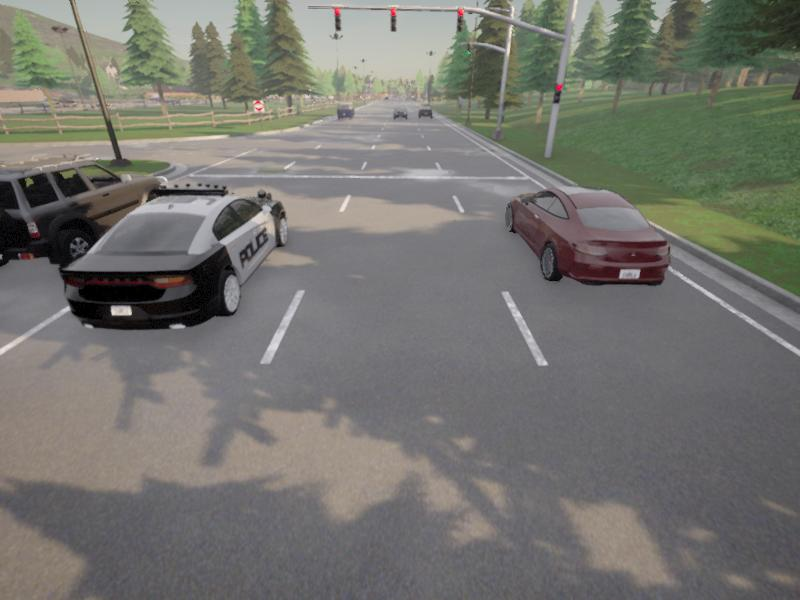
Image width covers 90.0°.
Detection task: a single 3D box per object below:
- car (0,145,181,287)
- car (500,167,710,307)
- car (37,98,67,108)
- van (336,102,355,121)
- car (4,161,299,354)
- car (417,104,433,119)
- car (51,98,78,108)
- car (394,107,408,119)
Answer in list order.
[{"bbox_3d":[-6.941,-2.071,8.459,1.932,1.855,4.605,0,26,0],"label":"car"},{"bbox_3d":[3.558,-1.588,8.160,1.812,1.442,4.674,0,27,0],"label":"car"},{"bbox_3d":[-71.452,-40.521,82.154,1.932,1.855,4.605,0,27,0],"label":"car"},{"bbox_3d":[-6.909,-24.222,51.346,1.775,1.987,4.442,0,28,0],"label":"van"},{"bbox_3d":[-3.443,-1.232,7.151,1.930,1.638,5.238,0,27,0],"label":"car"},{"bbox_3d":[3.595,-27.217,57.684,1.930,1.638,5.238,0,27,0],"label":"car"},{"bbox_3d":[-67.950,-39.989,81.180,1.905,1.878,3.866,0,27,0],"label":"car"},{"bbox_3d":[0.093,-25.751,55.165,1.895,1.301,4.718,0,27,0],"label":"car"}]
